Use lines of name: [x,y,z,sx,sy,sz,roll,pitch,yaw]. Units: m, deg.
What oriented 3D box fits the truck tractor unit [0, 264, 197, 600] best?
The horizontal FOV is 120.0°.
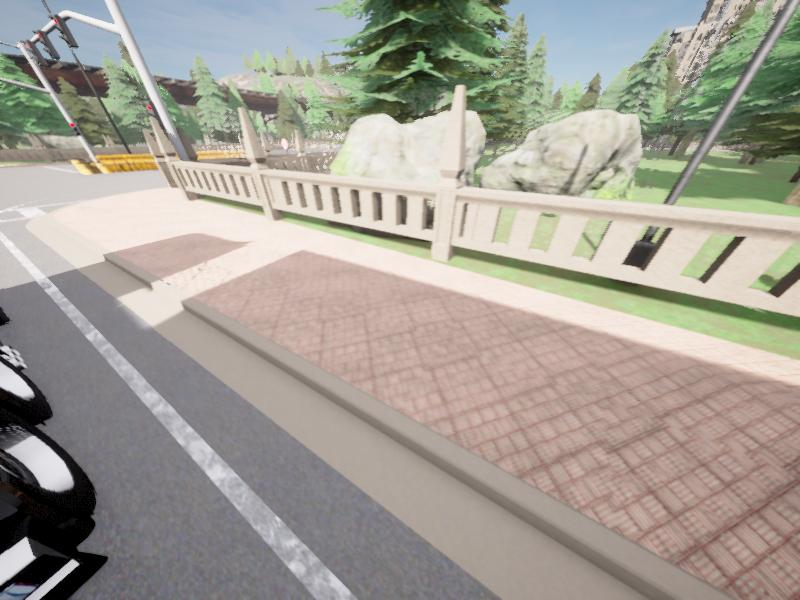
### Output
truck tractor unit: [-5.113,-0.299,0.782,6.516,4.208,3.053,18,39,24]
